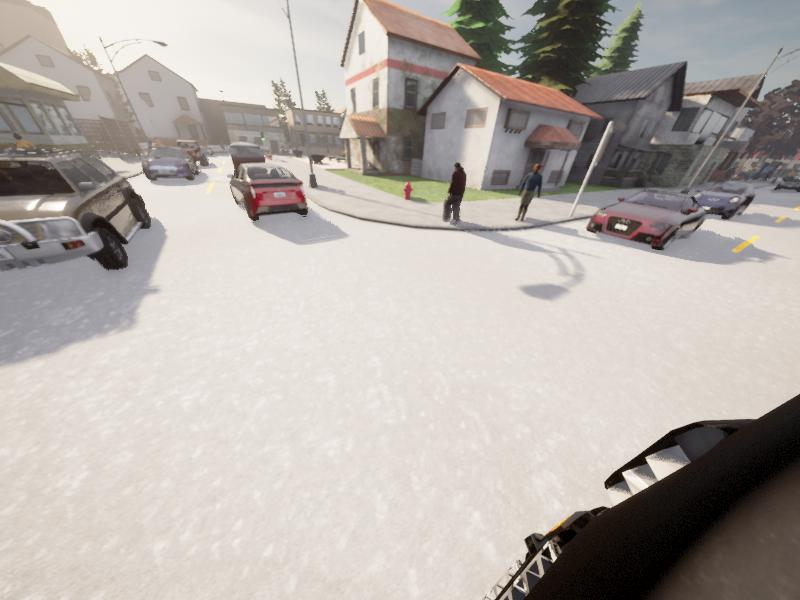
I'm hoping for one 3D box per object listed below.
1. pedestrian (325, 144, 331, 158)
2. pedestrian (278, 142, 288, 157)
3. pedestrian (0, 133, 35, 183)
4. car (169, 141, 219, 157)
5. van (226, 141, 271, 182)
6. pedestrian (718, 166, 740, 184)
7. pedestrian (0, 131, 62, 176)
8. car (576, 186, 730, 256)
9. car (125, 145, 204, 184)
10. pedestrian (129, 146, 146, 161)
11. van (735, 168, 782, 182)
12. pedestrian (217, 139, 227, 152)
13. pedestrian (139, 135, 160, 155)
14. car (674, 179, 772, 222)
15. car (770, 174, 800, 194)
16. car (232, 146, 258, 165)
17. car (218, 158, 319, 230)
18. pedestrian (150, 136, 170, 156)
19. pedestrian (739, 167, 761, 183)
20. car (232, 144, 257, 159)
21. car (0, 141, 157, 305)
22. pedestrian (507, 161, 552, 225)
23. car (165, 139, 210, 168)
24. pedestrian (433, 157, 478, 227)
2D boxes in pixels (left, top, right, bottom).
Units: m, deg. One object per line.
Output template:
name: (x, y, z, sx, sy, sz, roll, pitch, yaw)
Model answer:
pedestrian: (-11.910, -24.617, 38.225, 0.751, 1.860, 0.751, -12, 36, -21)
pedestrian: (-17.273, -22.164, 34.096, 0.751, 1.860, 0.751, 3, 33, 0)
pedestrian: (-17.193, -6.104, 9.870, 0.751, 1.860, 0.751, -16, 38, -26)
car: (-27.328, -20.108, 30.753, 4.902, 1.511, 2.128, 11, 34, 12)
van: (-10.132, -9.342, 15.455, 1.775, 1.987, 4.442, -16, 38, -26)
pedestrian: (42.140, -16.010, 29.576, 0.751, 1.860, 0.751, -17, 38, -27)
pedestrian: (-18.428, -7.283, 11.550, 0.751, 1.860, 0.751, -10, 36, -19)
car: (8.264, -2.793, 7.602, 4.181, 1.385, 1.994, -16, 38, -26)
car: (-13.562, -8.165, 13.733, 2.033, 1.649, 4.856, -16, 37, -26)
pedestrian: (-23.249, -12.999, 20.495, 0.500, 1.100, 0.500, -12, 36, -22)
van: (70.158, -24.615, 45.314, 1.775, 1.987, 4.442, -16, 38, -26)
pedestrian: (-29.967, -26.051, 38.960, 0.751, 1.860, 0.751, -18, 39, -29)
pedestrian: (-29.056, -17.959, 26.825, 0.751, 1.860, 0.751, 7, 34, 5)
car: (15.948, -5.031, 11.449, 3.633, 1.501, 1.845, -16, 38, -26)
car: (42.484, -12.570, 24.874, 3.988, 1.617, 1.851, -16, 38, -26)
car: (-16.269, -15.196, 24.260, 1.816, 1.474, 4.193, -16, 38, -26)
car: (-4.822, -4.026, 8.275, 2.007, 1.525, 4.514, -20, 40, -31)
pedestrian: (-27.763, -17.856, 26.774, 0.751, 1.860, 0.751, -3, 34, -9)
pedestrian: (48.899, -17.444, 32.280, 0.751, 1.860, 0.751, -13, 37, -23)
car: (-21.274, -20.443, 31.770, 2.163, 1.488, 4.792, -12, 36, -22)
car: (-6.905, -1.892, 4.563, 1.932, 1.855, 4.605, -19, 40, -30)
pedestrian: (4.434, -3.689, 7.972, 0.751, 1.860, 0.751, 20, 37, 24)
car: (-17.833, -12.456, 19.619, 1.905, 1.878, 3.866, -16, 38, -26)
pedestrian: (1.701, -3.389, 7.301, 0.751, 1.860, 0.751, -20, 40, -31)
